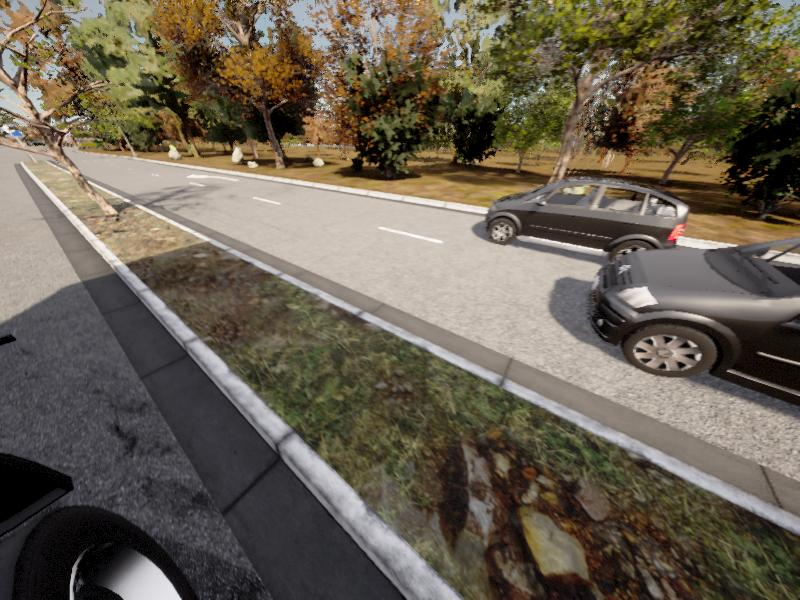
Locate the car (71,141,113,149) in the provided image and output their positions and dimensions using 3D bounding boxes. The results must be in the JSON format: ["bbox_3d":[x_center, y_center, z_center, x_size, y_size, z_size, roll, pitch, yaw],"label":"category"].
[{"bbox_3d":[-71.121,-35.921,53.426,1.946,1.575,5.366,13,36,18],"label":"car"}]

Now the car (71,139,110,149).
[{"bbox_3d":[-68.973,-34.787,51.592,2.185,1.767,4.553,13,36,17],"label":"car"}]

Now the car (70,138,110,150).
[{"bbox_3d":[-66.757,-33.714,49.886,1.878,1.987,4.442,13,36,17],"label":"car"}]

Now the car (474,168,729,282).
[{"bbox_3d":[4.013,-2.014,5.439,3.705,1.549,1.789,22,41,28],"label":"car"}]

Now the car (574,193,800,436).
[{"bbox_3d":[4.410,0.233,2.211,3.988,1.617,1.851,22,41,28],"label":"car"}]
